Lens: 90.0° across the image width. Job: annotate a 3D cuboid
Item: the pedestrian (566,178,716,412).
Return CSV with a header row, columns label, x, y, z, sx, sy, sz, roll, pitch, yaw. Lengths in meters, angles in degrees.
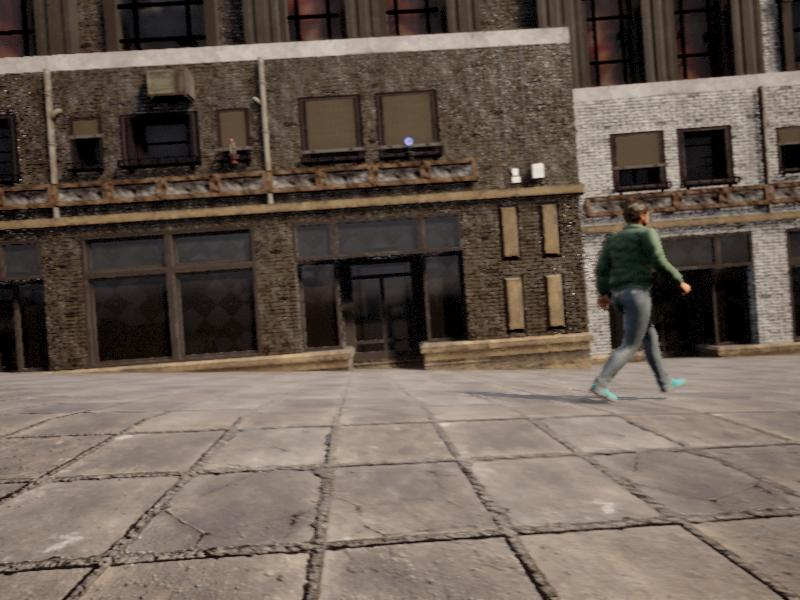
label,x,y,z,sx,sy,sz,roll,pitch,yaw
pedestrian,2.131,-0.054,3.634,0.751,1.860,0.751,-4,0,-9
